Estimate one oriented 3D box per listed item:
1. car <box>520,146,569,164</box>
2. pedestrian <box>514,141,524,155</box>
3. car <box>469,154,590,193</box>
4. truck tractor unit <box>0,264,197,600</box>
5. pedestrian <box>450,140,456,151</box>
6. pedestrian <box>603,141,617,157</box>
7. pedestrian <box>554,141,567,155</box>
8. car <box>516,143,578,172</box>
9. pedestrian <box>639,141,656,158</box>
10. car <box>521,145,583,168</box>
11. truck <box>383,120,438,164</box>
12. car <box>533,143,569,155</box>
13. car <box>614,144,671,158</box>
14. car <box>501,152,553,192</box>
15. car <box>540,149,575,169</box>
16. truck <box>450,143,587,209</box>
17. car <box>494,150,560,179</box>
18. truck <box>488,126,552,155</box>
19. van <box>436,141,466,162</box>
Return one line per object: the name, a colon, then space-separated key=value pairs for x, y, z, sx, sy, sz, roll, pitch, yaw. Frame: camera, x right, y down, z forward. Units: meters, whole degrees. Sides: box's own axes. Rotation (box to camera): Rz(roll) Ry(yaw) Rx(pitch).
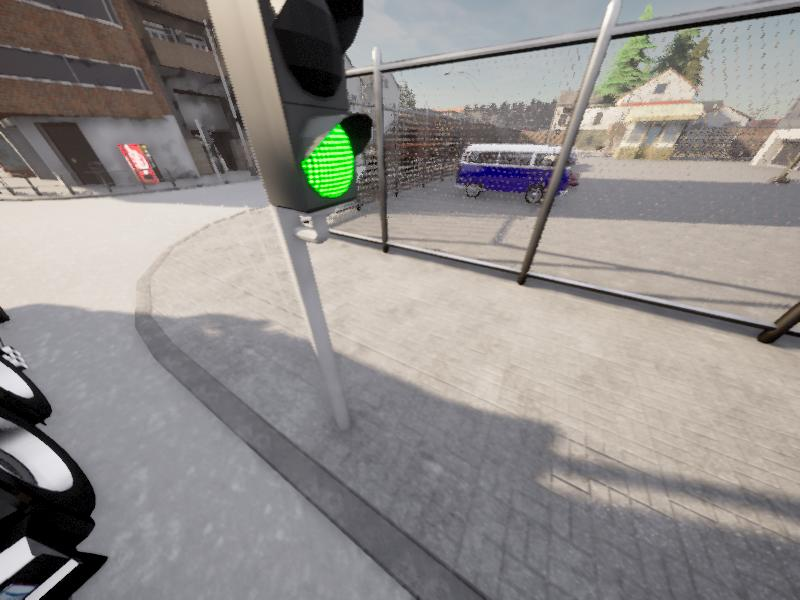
car: x=15.525 y=-15.708 z=24.961 sx=4.193 sy=1.474 sz=1.816 roll=18 pitch=39 yaw=24
pedestrian: x=18.391 y=-23.488 z=35.704 sx=0.751 sy=1.860 sz=0.751 roll=10 pitch=36 yaw=15
car: x=6.858 y=-7.097 z=12.771 sx=5.357 sy=1.415 sz=2.033 roll=18 pitch=39 yaw=24
truck tractor unit: x=-5.118 y=-0.290 z=0.790 sx=6.516 sy=4.208 sz=3.053 roll=18 pitch=39 yaw=24
pedestrian: x=11.154 y=-32.343 z=48.448 sx=0.751 sy=1.860 sz=0.751 roll=20 pitch=40 yaw=27
pedestrian: x=29.112 y=-20.994 z=32.059 sx=0.751 sy=1.860 sz=0.751 roll=22 pitch=40 yaw=28
pedestrian: x=24.434 y=-23.087 z=35.091 sx=0.751 sy=1.860 sz=0.751 roll=-11 pitch=36 yaw=-15
car: x=12.207 y=-12.006 z=19.371 sx=3.866 sy=1.878 sz=1.905 roll=18 pitch=39 yaw=24
pedestrian: x=31.840 y=-19.399 z=29.753 sx=0.751 sy=1.860 sz=0.751 roll=22 pitch=41 yaw=29
car: x=14.575 y=-13.980 z=22.369 sx=4.611 sy=1.667 sz=2.242 roll=18 pitch=39 yaw=24
truck: x=1.535 y=-19.256 z=28.252 sx=2.891 sy=3.827 sz=8.468 roll=18 pitch=39 yaw=24
car: x=26.644 y=-26.883 z=40.950 sx=5.027 sy=1.651 sz=2.152 roll=18 pitch=39 yaw=25
car: x=34.711 y=-21.577 z=33.327 sx=5.366 sy=1.575 sz=1.801 roll=18 pitch=39 yaw=25
car: x=7.109 y=-7.223 z=12.825 sx=1.789 sy=1.547 sz=3.705 roll=18 pitch=39 yaw=24
car: x=14.038 y=-12.663 z=20.667 sx=2.207 sy=1.379 sz=1.481 roll=18 pitch=39 yaw=24
truck: x=4.731 y=-5.432 z=9.852 sx=4.478 sy=2.038 sz=2.069 roll=18 pitch=39 yaw=24
car: x=8.843 y=-9.588 z=16.223 sx=3.633 sy=1.501 sz=1.845 roll=18 pitch=39 yaw=24
truck: x=20.093 y=-26.984 z=39.213 sx=8.468 sy=3.827 sz=2.891 roll=1 pitch=35 yaw=2
van: x=6.424 y=-18.792 z=29.113 sx=2.069 sy=2.038 sz=4.480 roll=18 pitch=39 yaw=24
